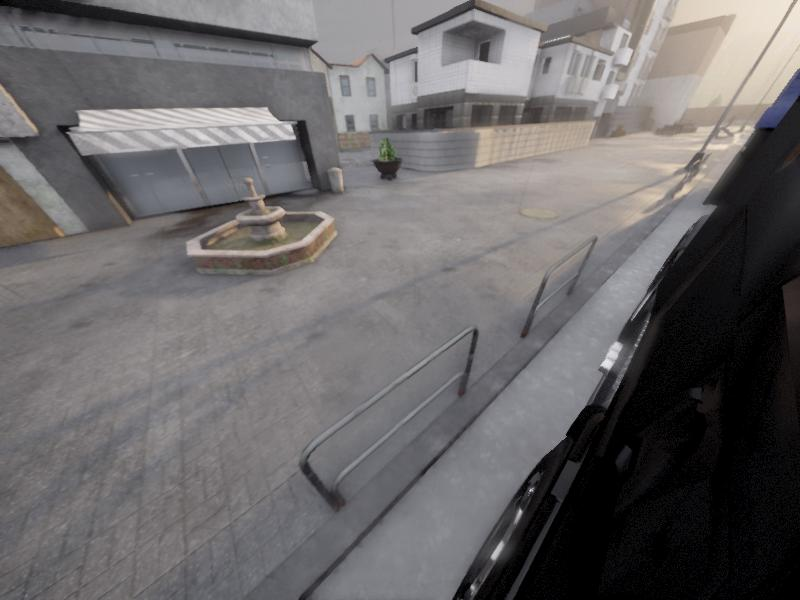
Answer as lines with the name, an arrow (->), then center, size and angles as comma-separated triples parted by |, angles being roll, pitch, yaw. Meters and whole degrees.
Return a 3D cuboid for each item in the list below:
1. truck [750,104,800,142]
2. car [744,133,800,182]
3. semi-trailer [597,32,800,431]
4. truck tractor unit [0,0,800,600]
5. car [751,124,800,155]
truck -> 34.086, -15.616, 20.312 | 5.204, 2.467, 2.627 | -28, 43, -29
car -> 16.390, -5.975, 9.527 | 4.718, 1.301, 1.895 | -27, 43, -29
semi-trailer -> 8.764, -3.558, 4.165 | 14.254, 4.402, 2.717 | -27, 43, -29
truck tractor unit -> 2.645, -0.295, 0.351 | 6.516, 4.208, 3.053 | -28, 44, -30
car -> 24.423, -10.150, 14.547 | 4.181, 1.385, 1.994 | -27, 43, -29
